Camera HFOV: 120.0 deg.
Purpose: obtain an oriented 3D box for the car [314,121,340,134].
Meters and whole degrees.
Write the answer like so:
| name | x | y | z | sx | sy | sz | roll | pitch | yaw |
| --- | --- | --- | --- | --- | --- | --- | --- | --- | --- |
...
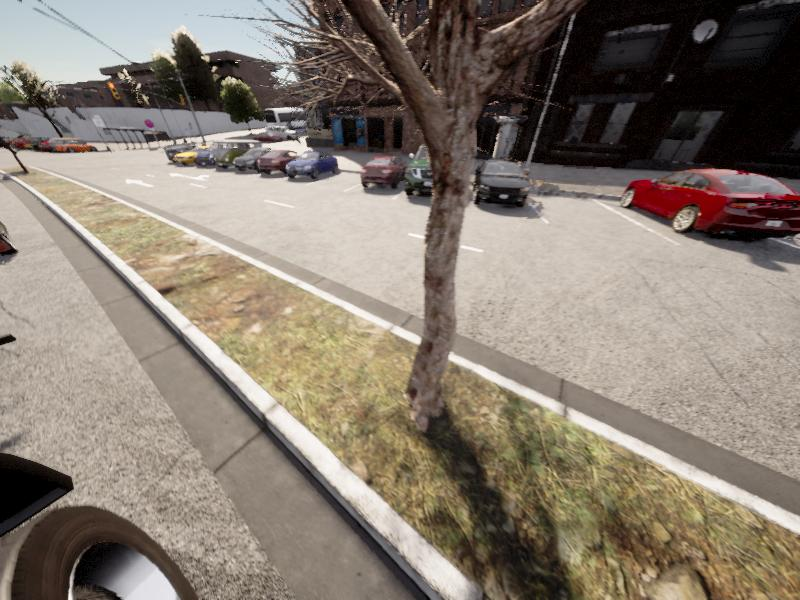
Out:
| name | x | y | z | sx | sy | sz | roll | pitch | yaw |
| --- | --- | --- | --- | --- | --- | --- | --- | --- | --- |
| car | -15.241 | -36.027 | 48.286 | 4.442 | 1.987 | 1.878 | 4 | 42 | 5 |

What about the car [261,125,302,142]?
| name | x | y | z | sx | sy | sz | roll | pitch | yaw |
| --- | --- | --- | --- | --- | --- | --- | --- | --- | --- |
| car | -20.469 | -28.910 | 40.117 | 5.566 | 2.045 | 2.435 | 4 | 41 | 5 |

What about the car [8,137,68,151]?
| name | x | y | z | sx | sy | sz | roll | pitch | yaw |
| --- | --- | --- | --- | --- | --- | --- | --- | --- | --- |
| car | -70.144 | -30.442 | 44.976 | 2.435 | 2.045 | 5.566 | 4 | 35 | 5 |

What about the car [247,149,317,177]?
| name | x | y | z | sx | sy | sz | roll | pitch | yaw |
| --- | --- | --- | --- | --- | --- | --- | --- | --- | --- |
| car | -8.265 | -10.110 | 16.859 | 2.002 | 1.452 | 4.674 | 8 | 35 | 10 |

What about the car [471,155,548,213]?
| name | x | y | z | sx | sy | sz | roll | pitch | yaw |
| --- | --- | --- | --- | --- | --- | --- | --- | --- | --- |
| car | 4.301 | -5.254 | 10.016 | 2.097 | 1.535 | 5.008 | 9 | 35 | 11 |

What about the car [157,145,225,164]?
| name | x | y | z | sx | sy | sz | roll | pitch | yaw |
| --- | --- | --- | --- | --- | --- | --- | --- | --- | --- |
| car | -20.925 | -14.864 | 23.483 | 2.163 | 1.488 | 4.792 | 7 | 35 | 9 |

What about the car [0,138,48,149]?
| name | x | y | z | sx | sy | sz | roll | pitch | yaw |
| --- | --- | --- | --- | --- | --- | --- | --- | --- | --- |
| car | -78.233 | -32.648 | 48.245 | 2.185 | 1.767 | 4.553 | 4 | 35 | 4 |

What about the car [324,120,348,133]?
| name | x | y | z | sx | sy | sz | roll | pitch | yaw |
| --- | --- | --- | --- | --- | --- | --- | --- | --- | --- |
| car | -13.897 | -37.815 | 50.328 | 4.442 | 1.987 | 1.878 | 4 | 42 | 5 |

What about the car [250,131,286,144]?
| name | x | y | z | sx | sy | sz | roll | pitch | yaw |
| --- | --- | --- | --- | --- | --- | --- | --- | --- | --- |
| car | -21.833 | -26.906 | 38.269 | 4.674 | 1.452 | 2.002 | 4 | 41 | 5 |

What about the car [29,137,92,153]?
| name | x | y | z | sx | sy | sz | roll | pitch | yaw |
| --- | --- | --- | --- | --- | --- | --- | --- | --- | --- |
| car | -59.350 | -27.300 | 40.638 | 2.435 | 2.045 | 5.566 | 4 | 35 | 5 |

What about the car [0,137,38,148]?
| name | x | y | z | sx | sy | sz | roll | pitch | yaw |
| --- | --- | --- | --- | --- | --- | --- | --- | --- | --- |
| car | -86.339 | -35.043 | 51.375 | 2.435 | 2.045 | 5.566 | 3 | 35 | 5 |

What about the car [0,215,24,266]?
| name | x | y | z | sx | sy | sz | roll | pitch | yaw |
| --- | --- | --- | --- | --- | --- | --- | --- | --- | --- |
| car | -10.533 | -1.620 | 4.932 | 4.181 | 1.385 | 1.994 | 21 | 40 | 27 |

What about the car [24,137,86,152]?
| name | x | y | z | sx | sy | sz | roll | pitch | yaw |
| --- | --- | --- | --- | --- | --- | --- | --- | --- | --- |
| car | -62.049 | -28.116 | 41.765 | 2.435 | 2.045 | 5.566 | 4 | 35 | 5 |

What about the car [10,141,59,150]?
| name | x | y | z | sx | sy | sz | roll | pitch | yaw |
| --- | --- | --- | --- | --- | --- | --- | --- | --- | --- |
| car | -72.847 | -30.983 | 46.201 | 2.163 | 1.488 | 4.792 | 4 | 35 | 5 |

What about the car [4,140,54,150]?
| name | x | y | z | sx | sy | sz | roll | pitch | yaw |
| --- | --- | --- | --- | --- | --- | --- | --- | --- | --- |
| car | -75.538 | -31.762 | 47.231 | 2.231 | 1.521 | 4.892 | 4 | 35 | 4 |

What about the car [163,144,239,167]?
| name | x | y | z | sx | sy | sz | roll | pitch | yaw |
| --- | --- | --- | --- | --- | --- | --- | --- | --- | --- |
| car | -18.515 | -13.800 | 21.924 | 1.946 | 1.575 | 5.366 | 7 | 35 | 9 |

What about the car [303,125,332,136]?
| name | x | y | z | sx | sy | sz | roll | pitch | yaw |
| --- | --- | --- | --- | --- | --- | --- | --- | --- | --- |
| car | -16.474 | -34.070 | 46.395 | 4.892 | 1.521 | 2.231 | 4 | 41 | 5 |

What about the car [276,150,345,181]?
| name | x | y | z | sx | sy | sz | roll | pitch | yaw |
| --- | --- | --- | --- | --- | --- | --- | --- | --- | --- |
| car | -5.727 | -9.150 | 15.521 | 2.002 | 1.452 | 4.674 | 8 | 35 | 10 |

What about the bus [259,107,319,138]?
| name | x | y | z | sx | sy | sz | roll | pitch | yaw |
| --- | --- | --- | --- | --- | --- | --- | --- | --- | --- |
| bus | -21.821 | -35.950 | 46.567 | 3.944 | 4.253 | 10.273 | 17 | 44 | 20 |

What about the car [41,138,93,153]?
| name | x | y | z | sx | sy | sz | roll | pitch | yaw |
| --- | --- | --- | --- | --- | --- | --- | --- | --- | --- |
| car | -56.669 | -26.441 | 39.493 | 1.878 | 1.987 | 4.442 | 4 | 35 | 5 |

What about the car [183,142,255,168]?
| name | x | y | z | sx | sy | sz | roll | pitch | yaw |
| --- | --- | --- | --- | --- | --- | --- | --- | --- | --- |
| car | -15.900 | -13.096 | 20.739 | 2.185 | 1.767 | 4.553 | 7 | 35 | 9 |

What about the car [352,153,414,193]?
| name | x | y | z | sx | sy | sz | roll | pitch | yaw |
| --- | --- | --- | --- | --- | --- | --- | --- | --- | --- |
| car | -0.702 | -7.201 | 12.801 | 2.002 | 1.452 | 4.674 | 8 | 35 | 11 |

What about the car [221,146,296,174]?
| name | x | y | z | sx | sy | sz | roll | pitch | yaw |
| --- | --- | --- | --- | --- | --- | --- | --- | --- | --- |
| car | -10.796 | -11.099 | 18.172 | 2.231 | 1.521 | 4.892 | 8 | 35 | 10 |

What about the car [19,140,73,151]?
| name | x | y | z | sx | sy | sz | roll | pitch | yaw |
| --- | --- | --- | --- | --- | --- | --- | --- | --- | --- |
| car | -67.430 | -29.555 | 44.180 | 1.946 | 1.575 | 5.366 | 4 | 35 | 5 |

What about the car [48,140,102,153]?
| name | x | y | z | sx | sy | sz | roll | pitch | yaw |
| --- | --- | --- | --- | --- | --- | --- | --- | --- | --- |
| car | -53.980 | -25.607 | 38.517 | 2.185 | 1.767 | 4.553 | 4 | 35 | 5 |

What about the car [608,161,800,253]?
| name | x | y | z | sx | sy | sz | roll | pitch | yaw |
| --- | --- | --- | --- | --- | --- | --- | --- | --- | --- |
| car | 9.241 | -3.233 | 7.193 | 2.097 | 1.535 | 5.008 | 9 | 35 | 12 |

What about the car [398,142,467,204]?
| name | x | y | z | sx | sy | sz | roll | pitch | yaw |
| --- | --- | --- | --- | --- | --- | --- | --- | --- | --- |
| car | 1.806 | -6.438 | 11.235 | 2.435 | 2.045 | 5.566 | 9 | 35 | 11 |

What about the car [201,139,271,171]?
| name | x | y | z | sx | sy | sz | roll | pitch | yaw |
| --- | --- | --- | --- | --- | --- | --- | --- | --- | --- |
| car | -13.369 | -12.161 | 19.260 | 1.878 | 1.987 | 4.442 | 8 | 35 | 9 |
